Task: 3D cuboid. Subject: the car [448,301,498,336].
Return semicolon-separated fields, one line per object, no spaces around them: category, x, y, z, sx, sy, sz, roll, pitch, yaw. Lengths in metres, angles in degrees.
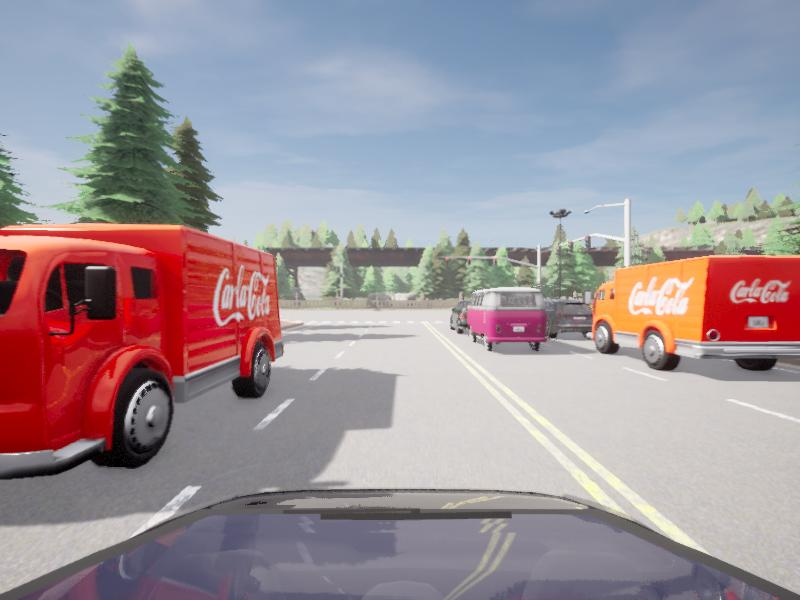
car;3.501;0.817;19.769;1.789;1.549;3.705;0;0;0

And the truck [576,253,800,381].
truck;7.004;0.351;10.329;2.627;2.467;5.204;0;-1;0

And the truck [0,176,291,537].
truck;-3.497;0.341;5.333;2.627;2.467;5.204;0;1;0

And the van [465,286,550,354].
van;3.501;0.597;13.952;1.775;1.987;4.442;0;0;0

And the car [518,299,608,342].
car;7.000;0.780;17.823;2.033;1.649;4.856;0;0;0
